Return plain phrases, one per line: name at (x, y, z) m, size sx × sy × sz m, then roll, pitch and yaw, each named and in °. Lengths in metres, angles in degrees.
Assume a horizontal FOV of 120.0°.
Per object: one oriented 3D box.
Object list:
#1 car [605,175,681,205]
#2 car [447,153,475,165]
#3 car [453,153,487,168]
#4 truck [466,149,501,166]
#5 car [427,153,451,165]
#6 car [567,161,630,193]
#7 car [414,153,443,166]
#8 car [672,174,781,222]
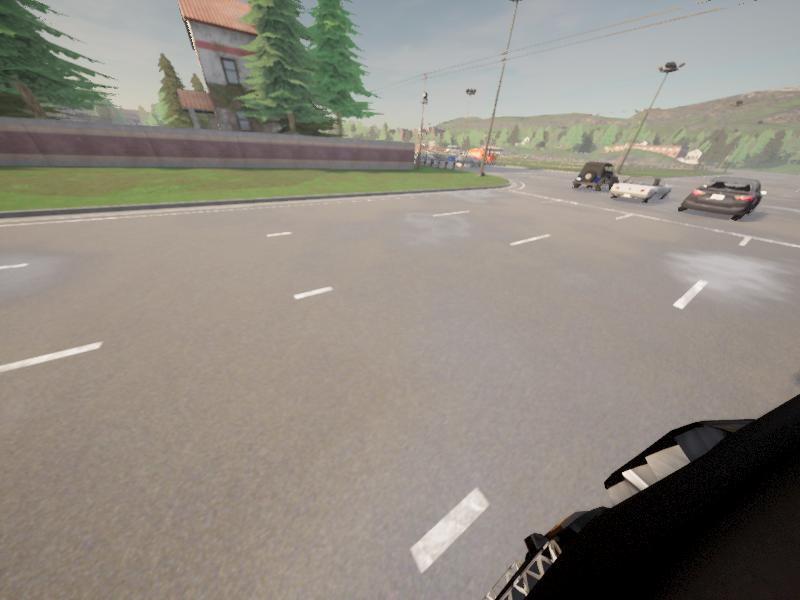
car at (15.558, -7.128, 14.774) m, size 4.718 × 1.301 × 1.895 m, roll -17°, pitch 39°, yaw -28°
car at (11.243, -26.399, 43.189) m, size 1.882 × 1.535 × 5.008 m, roll -18°, pitch 39°, yaw -28°
car at (11.315, -22.776, 37.668) m, size 2.152 × 1.651 × 5.027 m, roll -18°, pitch 39°, yaw -28°
truck at (15.463, -26.578, 42.972) m, size 2.627 × 2.467 × 5.204 m, roll -18°, pitch 38°, yaw -28°
car at (6.408, -23.582, 38.550) m, size 1.789 × 1.549 × 3.705 m, roll -18°, pitch 38°, yaw -28°
car at (15.393, -9.611, 17.956) m, size 3.866 × 1.878 × 1.905 m, roll -17°, pitch 39°, yaw -28°
car at (4.366, -21.787, 35.779) m, size 1.812 × 1.442 × 4.674 m, roll -18°, pitch 39°, yaw -28°
car at (16.850, -5.394, 11.933) m, size 4.611 × 1.667 × 2.242 m, roll -17°, pitch 39°, yaw -28°
